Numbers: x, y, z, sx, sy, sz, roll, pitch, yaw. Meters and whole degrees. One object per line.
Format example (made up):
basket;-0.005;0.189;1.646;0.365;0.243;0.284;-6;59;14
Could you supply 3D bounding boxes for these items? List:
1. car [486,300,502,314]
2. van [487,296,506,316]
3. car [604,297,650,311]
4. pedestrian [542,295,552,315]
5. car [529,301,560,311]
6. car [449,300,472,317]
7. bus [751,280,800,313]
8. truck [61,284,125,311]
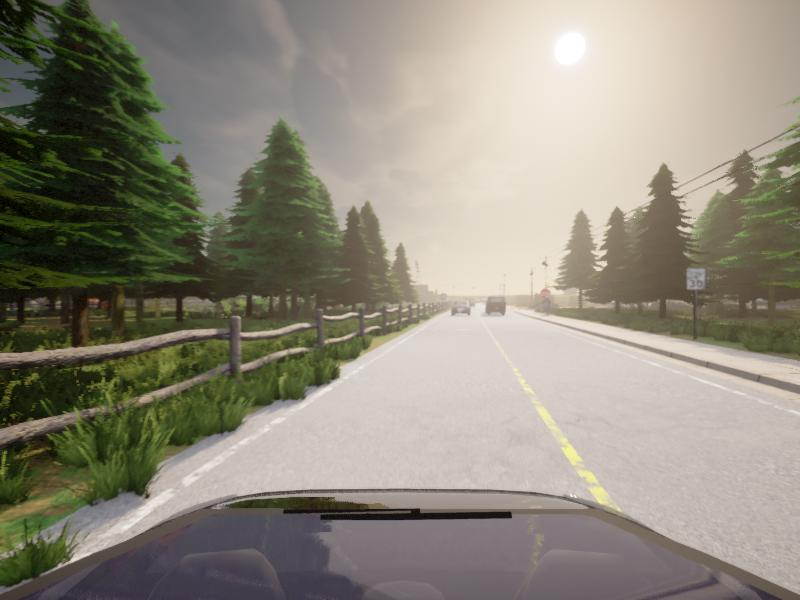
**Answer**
car;11.323;0.808;48.278;1.837;1.490;4.892;0;0;12
van;10.118;0.566;42.169;1.775;1.987;4.442;0;0;11
car;33.801;0.577;59.605;5.566;2.045;2.150;0;0;8
pedestrian;13.700;0.458;37.366;0.751;1.860;0.751;0;0;11
car;22.189;0.904;61.593;4.181;1.385;1.994;0;0;14
car;6.133;0.801;40.000;2.128;1.511;4.902;0;0;11
bus;53.841;-0.510;53.207;10.273;4.253;3.944;0;0;8
truck;-46.102;-0.374;60.494;2.891;3.827;8.468;0;0;2
